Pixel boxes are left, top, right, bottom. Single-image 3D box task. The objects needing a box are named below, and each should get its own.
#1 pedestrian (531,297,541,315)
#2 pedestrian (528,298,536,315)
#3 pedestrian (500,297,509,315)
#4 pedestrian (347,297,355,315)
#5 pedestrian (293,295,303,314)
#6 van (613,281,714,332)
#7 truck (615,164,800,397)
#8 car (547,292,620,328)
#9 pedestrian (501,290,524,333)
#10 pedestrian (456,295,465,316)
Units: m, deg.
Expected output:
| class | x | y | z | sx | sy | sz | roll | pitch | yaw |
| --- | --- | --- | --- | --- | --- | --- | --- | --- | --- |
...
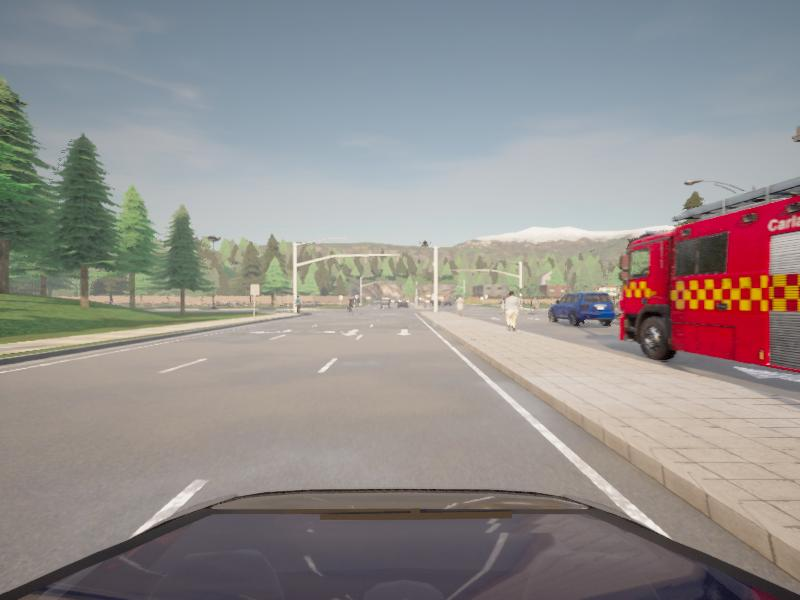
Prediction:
| class | x | y | z | sx | sy | sz | roll | pitch | yaw |
| --- | --- | --- | --- | --- | --- | --- | --- | --- | --- |
| pedestrian | 14.410 | 0.648 | 42.296 | 0.751 | 1.860 | 0.751 | 0 | 0 | -3 |
| pedestrian | 14.626 | 0.698 | 44.395 | 0.751 | 1.860 | 0.751 | 0 | 0 | 14 |
| pedestrian | 11.113 | 0.648 | 42.543 | 0.751 | 1.860 | 0.751 | 0 | 0 | -3 |
| pedestrian | -5.202 | 0.648 | 42.367 | 0.751 | 1.860 | 0.751 | 0 | 0 | -19 |
| pedestrian | -10.102 | 0.484 | 39.744 | 0.751 | 1.860 | 0.751 | 0 | 0 | 5 |
| van | 15.005 | 0.328 | 23.342 | 1.988 | 2.561 | 5.915 | 0 | 0 | 0 |
| truck | 8.007 | -0.317 | 7.955 | 2.891 | 3.827 | 8.468 | 0 | 0 | 0 |
| car | 11.499 | 0.574 | 25.615 | 2.150 | 2.045 | 5.566 | 0 | 0 | 0 |
| pedestrian | 4.976 | 0.490 | 17.727 | 0.751 | 1.860 | 0.751 | 0 | 0 | -5 |
| pedestrian | 5.451 | 0.494 | 36.173 | 0.751 | 1.860 | 0.751 | 0 | 0 | 1 |
